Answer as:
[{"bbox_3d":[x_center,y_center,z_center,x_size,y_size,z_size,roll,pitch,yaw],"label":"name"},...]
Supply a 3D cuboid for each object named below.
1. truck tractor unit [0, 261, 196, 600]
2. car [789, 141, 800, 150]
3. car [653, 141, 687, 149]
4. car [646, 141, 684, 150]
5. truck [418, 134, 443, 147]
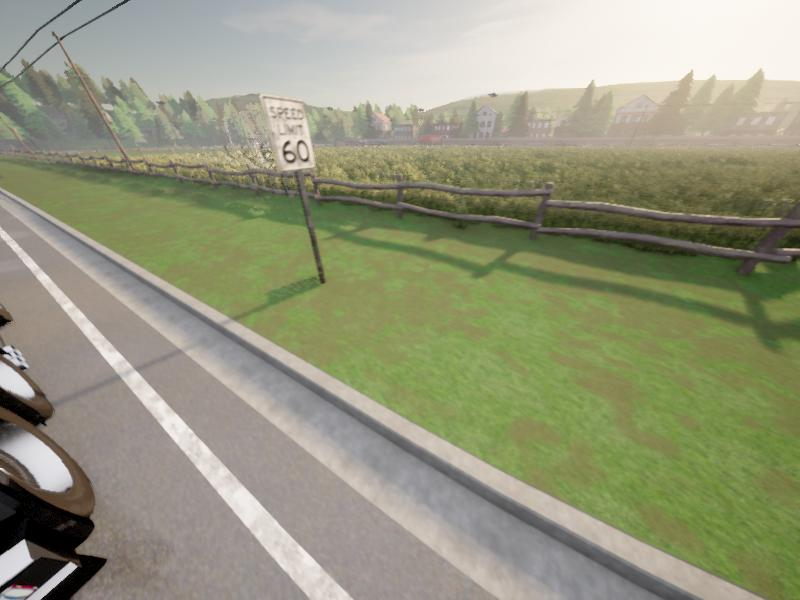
[{"bbox_3d":[-5.109,-0.301,0.794,6.516,4.208,3.053,18,39,25],"label":"truck tractor unit"},{"bbox_3d":[87.063,-32.431,48.540,4.902,1.511,2.128,18,39,25],"label":"car"},{"bbox_3d":[67.667,-38.930,58.008,5.008,1.535,1.882,18,39,25],"label":"car"},{"bbox_3d":[61.911,-36.208,54.145,5.366,1.575,1.801,18,39,25],"label":"car"},{"bbox_3d":[11.159,-58.701,85.026,8.468,3.827,2.891,18,39,25],"label":"truck"}]
